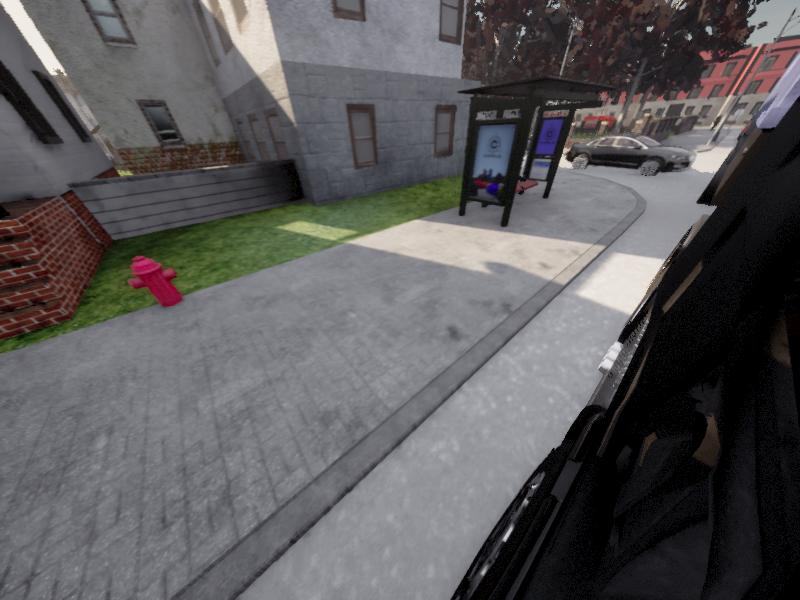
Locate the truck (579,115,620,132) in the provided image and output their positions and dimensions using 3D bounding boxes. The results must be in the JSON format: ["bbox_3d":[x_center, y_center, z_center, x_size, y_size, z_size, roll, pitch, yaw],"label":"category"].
[{"bbox_3d":[38.964,-34.580,45.287,2.627,2.467,5.204,-29,44,-30],"label":"truck"}]

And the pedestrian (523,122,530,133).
[{"bbox_3d":[27.648,-37.679,50.486,0.751,1.860,0.751,-13,38,-13],"label":"pedestrian"}]

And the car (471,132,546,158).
[{"bbox_3d":[8.605,-12.718,18.850,2.128,1.511,4.902,-28,44,-30],"label":"car"}]

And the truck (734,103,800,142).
[{"bbox_3d":[32.053,-15.332,19.983,5.204,2.467,2.627,-28,44,-30],"label":"truck"}]

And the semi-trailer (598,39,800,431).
[{"bbox_3d":[8.691,-3.614,4.230,14.254,4.402,2.717,-28,44,-30],"label":"semi-trailer"}]

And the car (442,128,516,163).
[{"bbox_3d":[5.513,-11.296,16.847,1.932,1.855,4.605,-28,44,-30],"label":"car"}]

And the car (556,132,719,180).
[{"bbox_3d":[10.848,-7.080,11.156,2.128,1.511,4.902,-21,40,-23],"label":"car"}]

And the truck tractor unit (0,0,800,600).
[{"bbox_3d":[2.645,-0.295,0.351,6.516,4.208,3.053,-28,44,-30],"label":"truck tractor unit"}]

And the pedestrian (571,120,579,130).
[{"bbox_3d":[41.279,-41.261,54.370,0.751,1.860,0.751,-31,45,-32],"label":"pedestrian"}]

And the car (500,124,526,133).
[{"bbox_3d":[27.610,-41.982,56.662,2.152,1.651,5.027,-28,44,-30],"label":"car"}]

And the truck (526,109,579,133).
[{"bbox_3d":[33.046,-39.130,50.640,2.891,3.827,8.468,-28,44,-30],"label":"truck"}]
